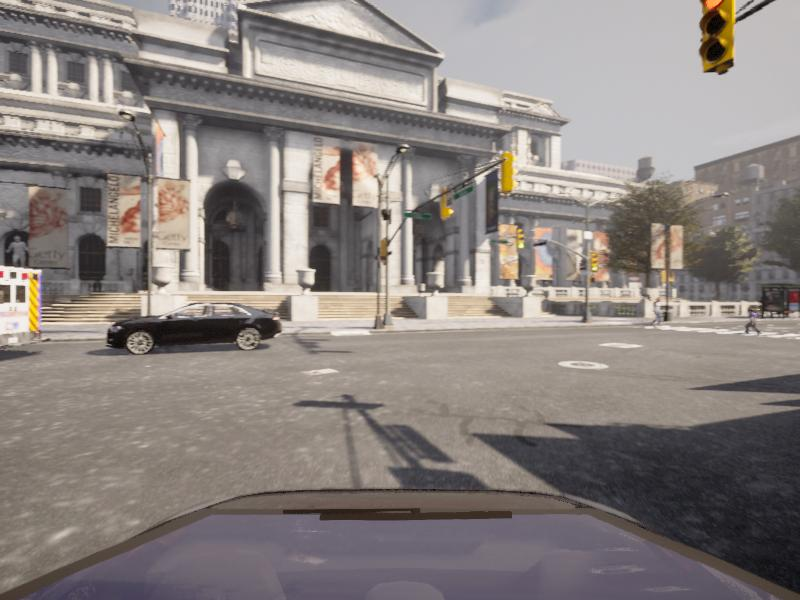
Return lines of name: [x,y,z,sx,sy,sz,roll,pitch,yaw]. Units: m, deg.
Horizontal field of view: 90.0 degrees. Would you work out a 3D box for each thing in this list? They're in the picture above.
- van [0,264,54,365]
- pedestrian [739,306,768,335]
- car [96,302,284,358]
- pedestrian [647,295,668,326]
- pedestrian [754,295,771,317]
van: [-12.982,0.345,9.883,6.366,2.431,2.351,0,0,-12]
pedestrian: [16.344,0.935,18.509,0.751,1.300,0.751,0,0,-21]
car: [-6.305,0.814,12.686,4.902,1.511,2.128,0,0,-20]
pedestrian: [15.899,0.650,24.686,0.751,1.860,0.751,0,0,-13]
pedestrian: [30.541,0.519,33.732,0.751,1.860,0.751,0,0,-13]
